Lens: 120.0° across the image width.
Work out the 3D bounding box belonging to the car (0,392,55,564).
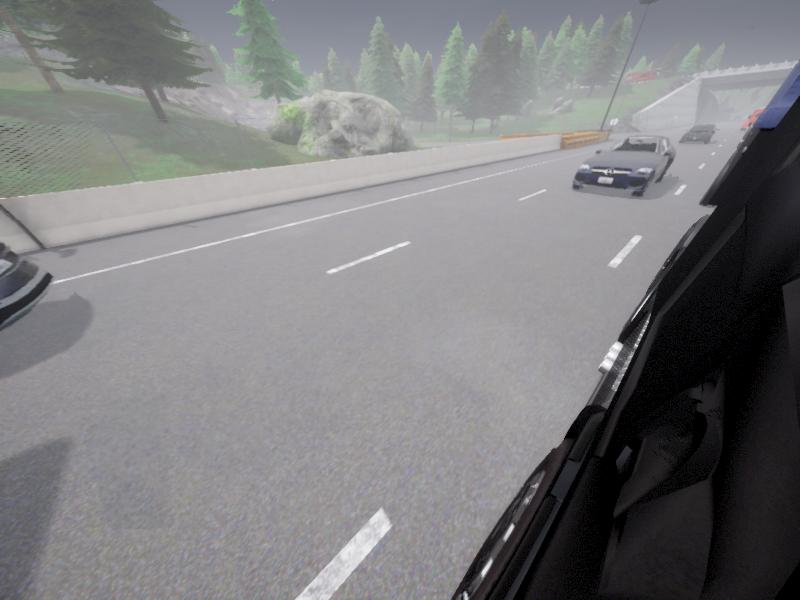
[{"bbox_3d":[-4.621,2.048,0.114,4.718,1.301,1.895,-28,44,-30],"label":"car"}]

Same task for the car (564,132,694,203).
[{"bbox_3d":[8.833,-5.298,8.881,5.027,1.651,2.152,-28,44,-30],"label":"car"}]

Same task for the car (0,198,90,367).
[{"bbox_3d":[-7.132,0.524,2.047,4.856,1.649,2.033,-28,44,-30],"label":"car"}]

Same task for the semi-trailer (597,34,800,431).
[{"bbox_3d":[8.732,-3.570,4.212,14.254,4.402,2.717,-28,43,-30],"label":"semi-trailer"}]

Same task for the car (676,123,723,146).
[{"bbox_3d":[27.656,-15.337,21.317,4.892,1.490,1.837,-28,43,-30],"label":"car"}]

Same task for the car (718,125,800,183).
[{"bbox_3d":[16.121,-6.470,9.992,4.856,1.649,2.033,-28,44,-30],"label":"car"}]

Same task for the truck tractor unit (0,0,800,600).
[{"bbox_3d":[2.645,-0.295,0.351,6.516,4.208,3.053,-28,44,-30],"label":"truck tractor unit"}]

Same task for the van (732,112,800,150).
[{"bbox_3d":[27.019,-12.486,17.056,4.480,2.038,2.069,-28,44,-30],"label":"van"}]
